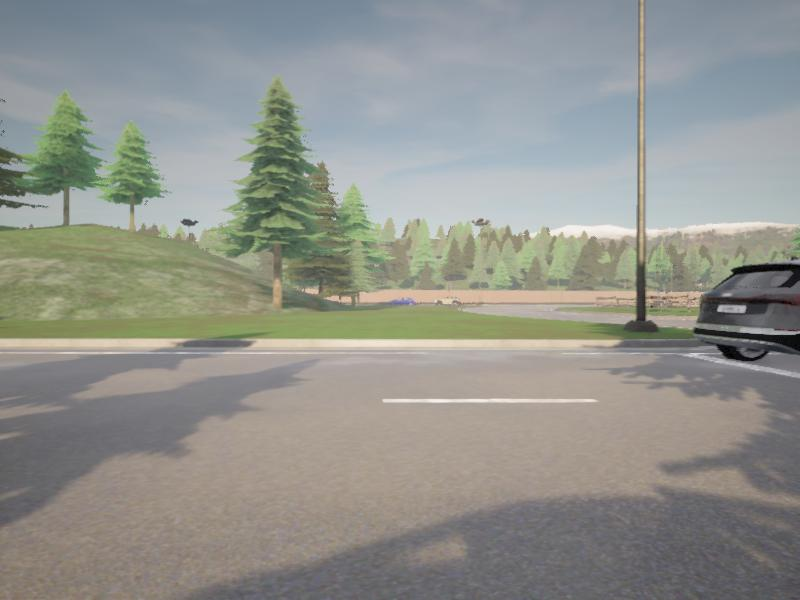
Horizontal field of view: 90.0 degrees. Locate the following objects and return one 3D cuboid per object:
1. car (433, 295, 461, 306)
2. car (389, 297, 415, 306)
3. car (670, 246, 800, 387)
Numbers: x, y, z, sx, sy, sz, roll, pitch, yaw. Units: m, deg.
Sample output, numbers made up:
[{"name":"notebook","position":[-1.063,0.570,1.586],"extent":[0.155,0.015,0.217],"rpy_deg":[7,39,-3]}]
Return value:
[{"name":"car","position":[8.196,0.072,70.083],"extent":[4.605,1.855,1.932],"rpy_deg":[0,0,-1]},{"name":"car","position":[0.277,0.268,69.986],"extent":[4.514,1.525,2.007],"rpy_deg":[0,0,-1]},{"name":"car","position":[6.978,0.191,5.734],"extent":[4.856,1.649,2.033],"rpy_deg":[0,0,-1]}]
